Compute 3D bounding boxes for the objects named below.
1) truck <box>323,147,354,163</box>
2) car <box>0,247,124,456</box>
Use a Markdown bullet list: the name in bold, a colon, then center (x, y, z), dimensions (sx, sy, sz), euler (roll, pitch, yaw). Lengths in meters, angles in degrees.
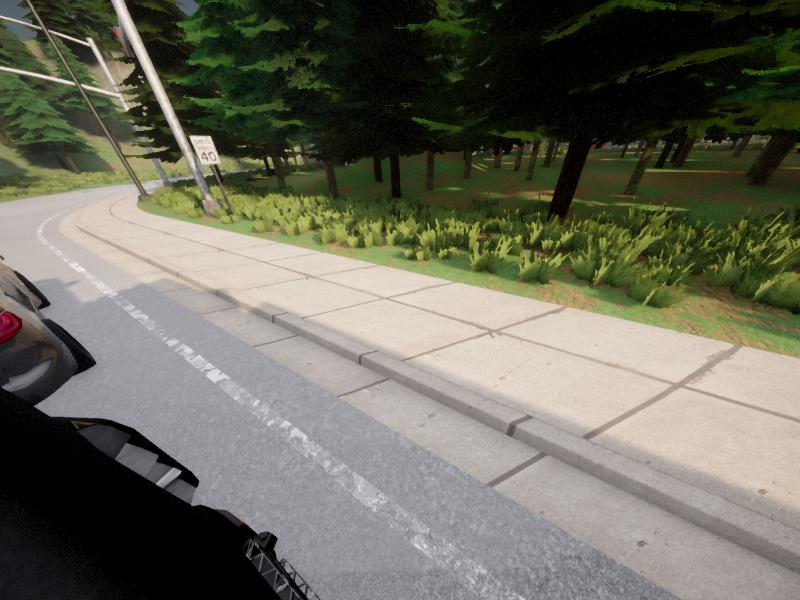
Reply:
- **truck**: center (-12.721, -30.232, 48.183), dimensions (5.204, 2.467, 2.627), euler (-24, 39, -29)
- **car**: center (-5.789, 0.290, 2.440), dimensions (4.611, 1.667, 2.242), euler (16, 38, 26)
